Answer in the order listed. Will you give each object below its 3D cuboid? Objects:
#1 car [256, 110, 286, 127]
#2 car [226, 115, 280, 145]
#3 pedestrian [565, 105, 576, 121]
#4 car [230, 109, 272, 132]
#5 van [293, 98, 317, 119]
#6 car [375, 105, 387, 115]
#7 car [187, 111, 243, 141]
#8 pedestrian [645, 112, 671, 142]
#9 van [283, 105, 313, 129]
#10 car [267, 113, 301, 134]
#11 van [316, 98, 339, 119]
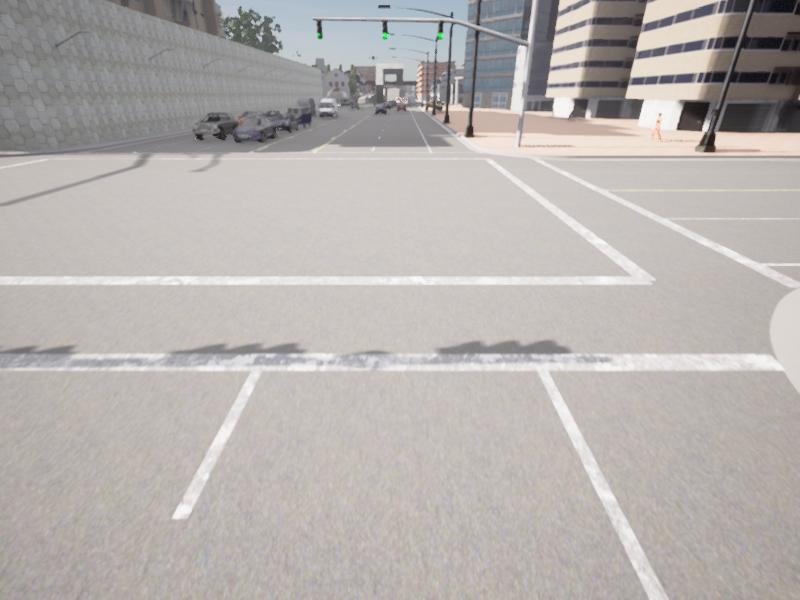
[{"bbox_3d":[-13.835,-19.622,43.217,1.816,1.474,4.193,0,27,0],"label":"car"},{"bbox_3d":[-10.397,-12.309,28.813,2.033,1.649,4.856,0,27,0],"label":"car"},{"bbox_3d":[21.747,-23.806,50.976,0.751,1.860,0.751,-4,27,-7],"label":"pedestrian"},{"bbox_3d":[-13.860,-16.888,37.544,2.097,1.767,4.553,0,27,0],"label":"car"},{"bbox_3d":[-13.774,-28.031,58.387,1.988,2.561,5.915,0,27,0],"label":"van"},{"bbox_3d":[-3.224,-32.909,69.271,1.895,1.301,4.718,0,27,0],"label":"car"},{"bbox_3d":[-13.891,-13.262,30.397,1.932,1.855,4.605,0,27,0],"label":"car"},{"bbox_3d":[17.533,-11.780,27.246,0.751,1.860,0.751,-3,27,-6],"label":"pedestrian"},{"bbox_3d":[-10.344,-18.772,40.998,1.775,1.987,4.442,0,27,0],"label":"van"},{"bbox_3d":[-10.369,-15.977,36.059,1.845,1.501,3.633,0,27,0],"label":"car"},{"bbox_3d":[-10.279,-27.421,57.230,1.988,2.561,5.915,0,27,0],"label":"van"}]
